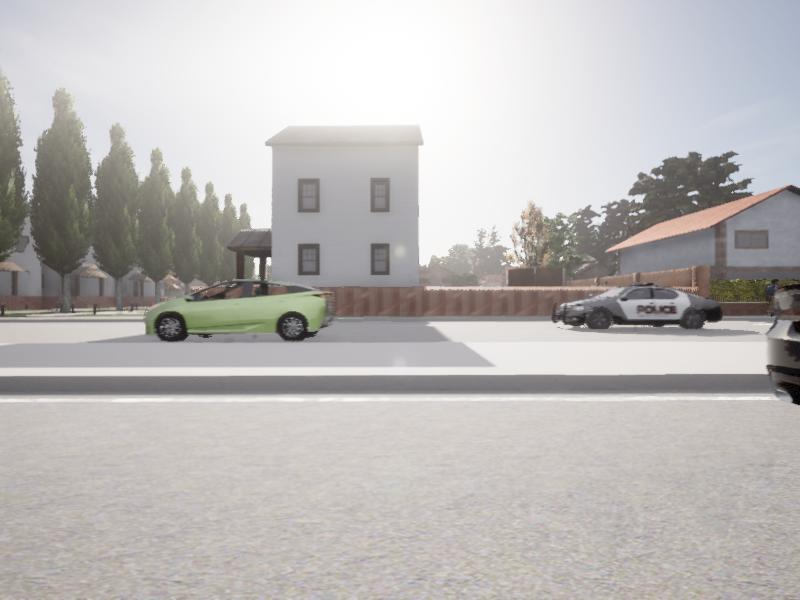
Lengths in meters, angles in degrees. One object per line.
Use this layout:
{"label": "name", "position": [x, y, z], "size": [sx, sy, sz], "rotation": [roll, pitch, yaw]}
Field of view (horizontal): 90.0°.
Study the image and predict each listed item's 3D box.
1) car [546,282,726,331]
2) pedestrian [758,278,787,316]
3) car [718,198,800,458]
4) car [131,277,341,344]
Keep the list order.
{"label": "car", "position": [7.853, 0.210, 13.701], "size": [4.974, 1.542, 2.038], "rotation": [0, 0, 0]}
{"label": "pedestrian", "position": [18.470, -0.162, 19.842], "size": [0.751, 1.860, 0.751], "rotation": [0, 0, 1]}
{"label": "car", "position": [5.138, 0.160, 2.200], "size": [5.238, 1.638, 1.930], "rotation": [0, 0, 0]}
{"label": "car", "position": [-3.915, 0.241, 10.200], "size": [4.514, 1.525, 2.007], "rotation": [0, 0, 0]}
